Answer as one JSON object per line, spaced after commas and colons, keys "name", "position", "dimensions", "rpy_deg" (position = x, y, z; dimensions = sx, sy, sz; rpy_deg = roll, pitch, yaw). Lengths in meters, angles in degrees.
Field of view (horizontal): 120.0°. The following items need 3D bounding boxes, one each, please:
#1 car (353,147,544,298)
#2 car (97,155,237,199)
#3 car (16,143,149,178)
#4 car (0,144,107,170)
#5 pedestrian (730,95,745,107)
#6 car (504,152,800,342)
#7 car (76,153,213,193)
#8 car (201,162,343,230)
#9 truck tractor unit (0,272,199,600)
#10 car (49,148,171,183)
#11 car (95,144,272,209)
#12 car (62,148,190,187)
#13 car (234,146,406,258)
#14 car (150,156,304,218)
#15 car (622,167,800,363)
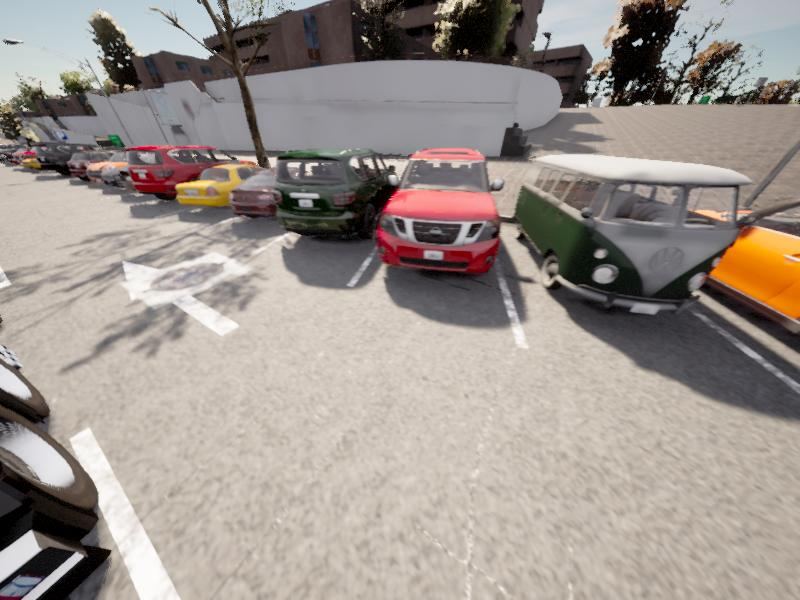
{"name": "car", "position": [1.075, -2.557, 5.813], "dimensions": [2.435, 2.045, 5.566], "rpy_deg": [7, 35, 9]}
{"name": "car", "position": [-11.815, -6.748, 12.367], "dimensions": [2.163, 1.488, 4.792], "rpy_deg": [6, 35, 9]}
{"name": "car", "position": [-24.715, -11.317, 18.532], "dimensions": [2.435, 2.045, 5.566], "rpy_deg": [6, 35, 9]}
{"name": "car", "position": [-35.027, -14.718, 23.570], "dimensions": [2.435, 2.045, 5.566], "rpy_deg": [6, 35, 9]}
{"name": "pedestrian", "position": [43.099, -25.451, 29.540], "dimensions": [0.500, 1.100, 0.500], "rpy_deg": [23, 41, 27]}
{"name": "car", "position": [3.627, -1.597, 4.471], "dimensions": [1.878, 1.987, 4.442], "rpy_deg": [7, 35, 9]}
{"name": "car", "position": [-14.390, -7.628, 13.594], "dimensions": [2.231, 1.521, 4.892], "rpy_deg": [6, 35, 9]}
{"name": "car", "position": [-4.084, -4.096, 8.550], "dimensions": [2.002, 1.452, 4.674], "rpy_deg": [6, 35, 9]}
{"name": "truck tractor unit", "position": [-5.125, -0.288, 0.751], "dimensions": [6.516, 4.208, 3.053], "rpy_deg": [18, 39, 23]}
{"name": "car", "position": [-19.563, -9.450, 16.020], "dimensions": [2.185, 1.767, 4.553], "rpy_deg": [6, 35, 9]}
{"name": "car", "position": [-9.234, -6.106, 10.944], "dimensions": [2.435, 2.045, 5.566], "rpy_deg": [6, 35, 9]}
{"name": "car", "position": [-16.964, -8.617, 14.806], "dimensions": [2.185, 1.767, 4.553], "rpy_deg": [6, 35, 9]}
{"name": "car", "position": [-1.499, -3.474, 7.138], "dimensions": [2.435, 2.045, 5.566], "rpy_deg": [6, 35, 9]}
{"name": "car", "position": [-6.625, -5.115, 9.947], "dimensions": [1.946, 1.575, 5.366], "rpy_deg": [6, 35, 9]}
{"name": "car", "position": [6.201, -0.662, 3.297], "dimensions": [2.185, 1.767, 4.553], "rpy_deg": [6, 35, 10]}
